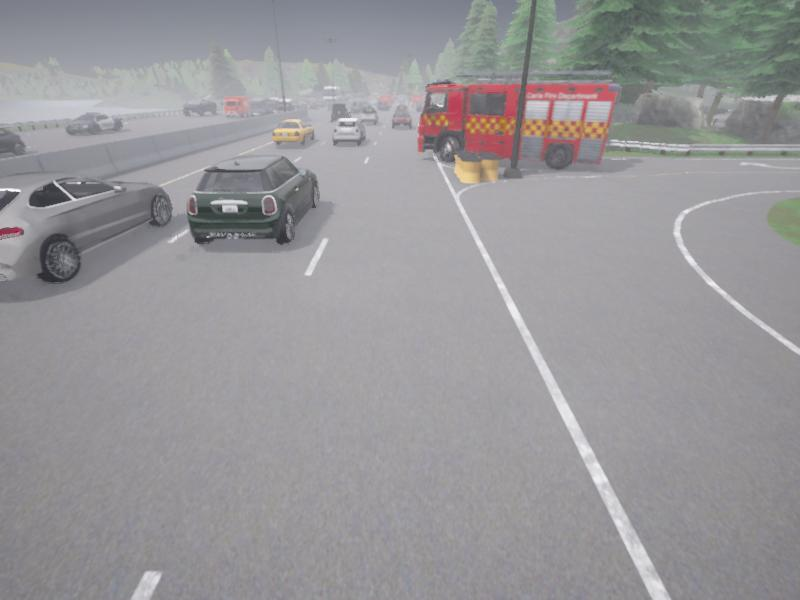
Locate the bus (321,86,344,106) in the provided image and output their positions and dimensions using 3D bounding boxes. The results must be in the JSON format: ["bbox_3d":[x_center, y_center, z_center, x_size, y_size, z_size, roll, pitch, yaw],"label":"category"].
[{"bbox_3d":[-16.915,-51.435,100.866,3.944,4.253,10.273,0,27,0],"label":"bus"}]

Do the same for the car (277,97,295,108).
[{"bbox_3d":[-24.096,-41.709,84.533,2.150,2.045,5.566,0,27,0],"label":"car"}]

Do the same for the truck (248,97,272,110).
[{"bbox_3d":[-27.623,-38.860,78.967,2.390,2.098,6.274,0,27,0],"label":"truck"}]

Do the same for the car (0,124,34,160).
[{"bbox_3d":[-20.906,-7.673,19.654,1.816,1.474,4.193,0,27,0],"label":"car"}]

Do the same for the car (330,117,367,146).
[{"bbox_3d":[-3.373,-11.359,26.803,1.970,1.475,3.806,0,27,0],"label":"car"}]

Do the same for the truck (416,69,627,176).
[{"bbox_3d":[5.218,-8.340,18.494,8.468,3.827,2.891,13,31,23],"label":"truck"}]

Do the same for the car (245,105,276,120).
[{"bbox_3d":[-17.263,-23.396,49.885,2.128,1.511,4.902,0,27,0],"label":"car"}]

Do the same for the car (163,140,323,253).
[{"bbox_3d":[-3.454,-2.828,10.041,2.097,1.767,4.553,0,27,0],"label":"car"}]

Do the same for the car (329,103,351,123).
[{"bbox_3d":[-6.782,-21.446,45.755,1.905,1.878,3.866,0,27,0],"label":"car"}]

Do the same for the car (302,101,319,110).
[{"bbox_3d":[-17.134,-37.314,76.745,2.128,1.511,4.902,0,27,0],"label":"car"}]

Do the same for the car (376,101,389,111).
[{"bbox_3d":[-3.147,-35.972,74.108,2.242,1.667,4.611,0,27,0],"label":"car"}]

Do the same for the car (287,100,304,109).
[{"bbox_3d":[-20.624,-38.607,79.060,2.038,1.542,4.974,0,27,0],"label":"car"}]

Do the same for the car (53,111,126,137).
[{"bbox_3d":[-24.587,-14.135,32.008,2.038,1.542,4.974,-1,28,-2],"label":"car"}]

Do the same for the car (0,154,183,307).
[{"bbox_3d":[-6.965,-1.785,8.209,2.152,1.651,5.027,0,27,0],"label":"car"}]

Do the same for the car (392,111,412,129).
[{"bbox_3d":[0.184,-17.500,38.830,1.895,1.301,4.718,0,27,0],"label":"car"}]

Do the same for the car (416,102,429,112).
[{"bbox_3d":[3.829,-33.457,69.290,2.038,1.542,4.974,0,27,0],"label":"car"}]

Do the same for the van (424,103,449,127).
[{"bbox_3d":[3.692,-19.099,41.115,2.069,2.038,4.480,0,28,0],"label":"van"}]

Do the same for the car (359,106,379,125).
[{"bbox_3d":[-3.295,-19.877,43.057,1.851,1.617,3.988,0,27,0],"label":"car"}]

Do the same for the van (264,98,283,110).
[{"bbox_3d":[-24.133,-37.592,76.615,2.069,2.038,4.480,0,27,0],"label":"van"}]

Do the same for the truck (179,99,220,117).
[{"bbox_3d":[-27.735,-26.694,55.554,2.390,2.098,6.274,0,27,0],"label":"truck"}]

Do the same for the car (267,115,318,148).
[{"bbox_3d":[-6.876,-11.102,26.185,1.801,1.575,5.366,0,27,0],"label":"car"}]

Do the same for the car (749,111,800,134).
[{"bbox_3d":[33.864,-15.671,35.152,1.882,1.535,5.008,0,28,0],"label":"car"}]

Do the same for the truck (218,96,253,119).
[{"bbox_3d":[-21.418,-25.224,52.336,2.627,2.467,5.204,-2,28,-5],"label":"truck"}]

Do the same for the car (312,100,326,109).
[{"bbox_3d":[-17.098,-41.427,84.696,2.033,1.411,5.357,0,27,0],"label":"car"}]

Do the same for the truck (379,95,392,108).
[{"bbox_3d":[-3.079,-43.605,87.781,2.627,2.467,5.204,0,27,0],"label":"truck"}]

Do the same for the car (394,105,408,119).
[{"bbox_3d":[0.174,-24.543,52.129,1.845,1.501,3.633,1,27,1],"label":"car"}]

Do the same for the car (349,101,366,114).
[{"bbox_3d":[-6.695,-30.702,63.808,2.242,1.667,4.611,0,27,0],"label":"car"}]

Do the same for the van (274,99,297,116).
[{"bbox_3d":[-17.188,-29.072,60.220,2.069,2.038,4.480,2,28,0],"label":"van"}]

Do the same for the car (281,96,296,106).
[{"bbox_3d":[-27.542,-49.169,98.878,2.150,2.045,5.566,0,27,0],"label":"car"}]
